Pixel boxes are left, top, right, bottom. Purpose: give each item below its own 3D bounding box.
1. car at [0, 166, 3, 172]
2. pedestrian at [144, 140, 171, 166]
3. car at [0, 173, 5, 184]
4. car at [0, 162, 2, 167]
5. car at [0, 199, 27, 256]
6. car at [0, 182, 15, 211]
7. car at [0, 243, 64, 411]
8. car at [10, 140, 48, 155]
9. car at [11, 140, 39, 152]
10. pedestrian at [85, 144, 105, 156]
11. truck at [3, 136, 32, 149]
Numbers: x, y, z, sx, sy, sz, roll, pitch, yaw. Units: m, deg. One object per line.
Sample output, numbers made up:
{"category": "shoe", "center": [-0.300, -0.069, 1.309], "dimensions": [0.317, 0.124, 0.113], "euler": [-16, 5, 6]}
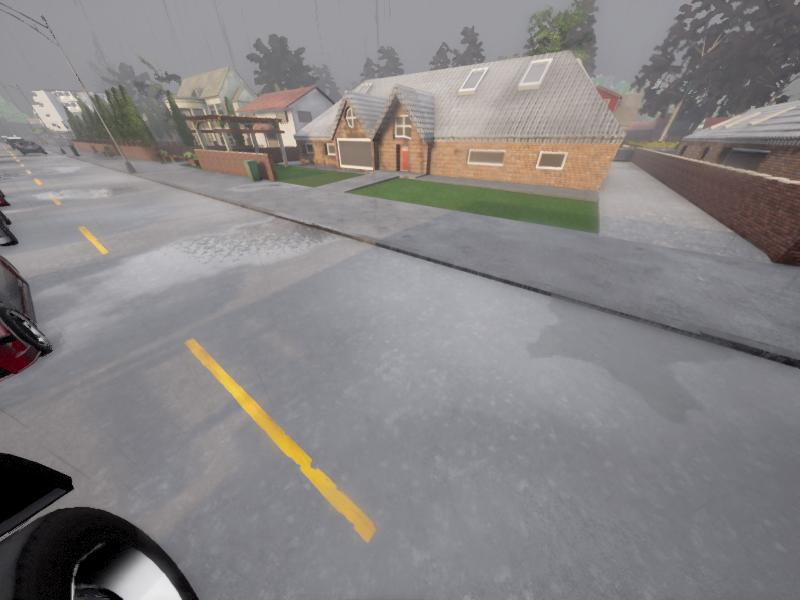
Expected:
{"category": "car", "center": [-31.687, -10.338, 17.049], "dimensions": [3.633, 1.501, 1.845], "euler": [22, 41, 28]}
{"category": "pedestrian", "center": [-20.881, -12.641, 19.884], "dimensions": [0.751, 1.860, 0.751], "euler": [22, 41, 28]}
{"category": "car", "center": [-24.982, -7.595, 13.248], "dimensions": [4.193, 1.474, 1.816], "euler": [22, 41, 28]}
{"category": "car", "center": [-37.487, -12.696, 20.350], "dimensions": [5.008, 1.535, 1.882], "euler": [22, 41, 28]}
{"category": "car", "center": [-11.356, -2.085, 5.473], "dimensions": [4.514, 1.525, 2.007], "euler": [22, 41, 28]}
{"category": "car", "center": [-16.862, -4.320, 8.608], "dimensions": [4.514, 1.525, 2.007], "euler": [22, 41, 28]}
{"category": "car", "center": [-6.080, 0.133, 2.524], "dimensions": [4.181, 1.385, 1.994], "euler": [22, 41, 28]}
{"category": "car", "center": [-55.307, -22.794, 34.452], "dimensions": [4.611, 1.667, 2.242], "euler": [22, 41, 28]}
{"category": "car", "center": [-65.138, -26.731, 40.091], "dimensions": [3.988, 1.617, 1.851], "euler": [22, 41, 28]}
{"category": "pedestrian", "center": [-38.494, -18.894, 29.126], "dimensions": [0.751, 1.300, 0.751], "euler": [5, 35, 7]}
{"category": "truck", "center": [-81.864, -33.753, 49.450], "dimensions": [6.274, 2.098, 2.390], "euler": [22, 41, 28]}
